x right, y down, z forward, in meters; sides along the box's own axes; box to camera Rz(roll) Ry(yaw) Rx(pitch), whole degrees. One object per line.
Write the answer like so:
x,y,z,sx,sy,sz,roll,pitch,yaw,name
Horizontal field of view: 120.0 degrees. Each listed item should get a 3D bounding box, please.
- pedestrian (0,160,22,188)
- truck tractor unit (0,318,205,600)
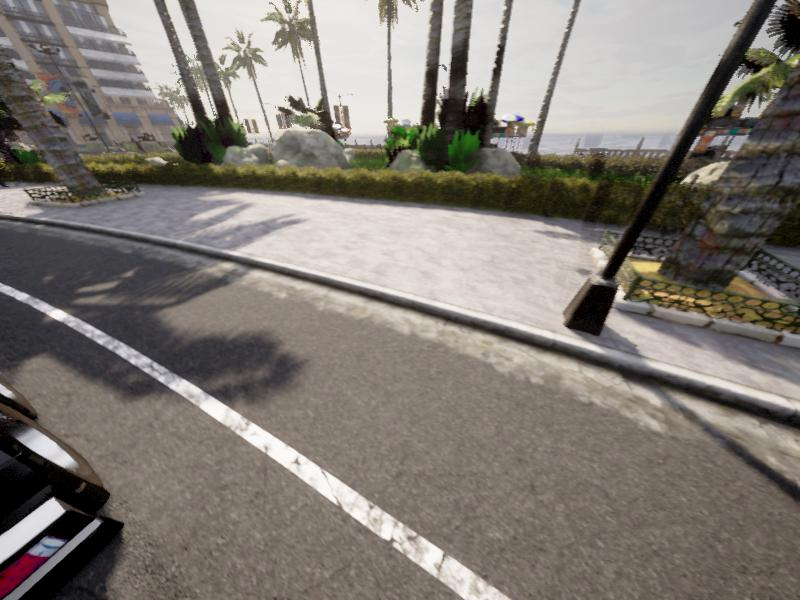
-22.367,-7.201,12.616,0.751,1.860,0.751,4,35,7,pedestrian
-5.206,-0.192,0.643,6.516,4.208,3.053,14,38,20,truck tractor unit
